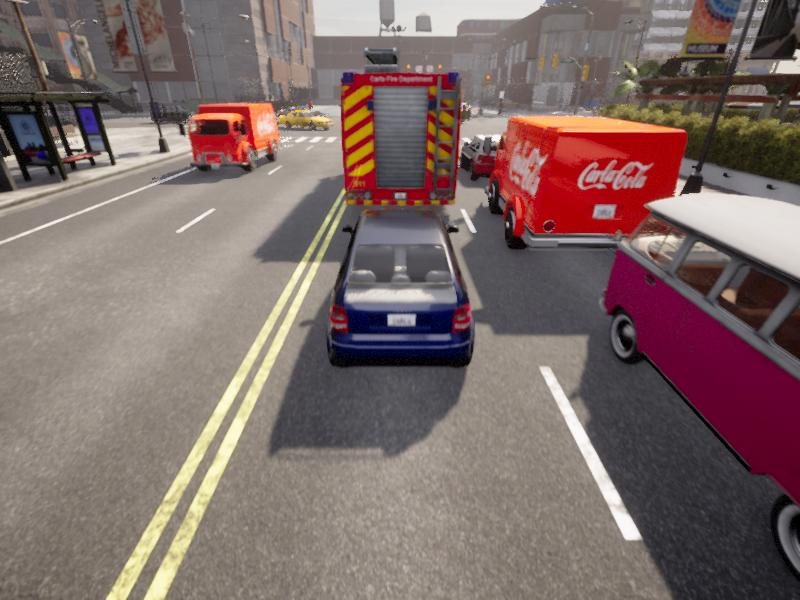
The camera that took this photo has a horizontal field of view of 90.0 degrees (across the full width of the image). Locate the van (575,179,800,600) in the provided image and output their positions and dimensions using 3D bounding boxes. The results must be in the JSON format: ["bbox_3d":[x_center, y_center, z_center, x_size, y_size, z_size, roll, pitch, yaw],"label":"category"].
[{"bbox_3d":[3.506,0.376,3.565,1.775,1.987,4.442,0,28,0],"label":"van"}]

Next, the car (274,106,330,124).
[{"bbox_3d":[-9.744,-18.552,40.107,4.902,1.511,2.128,0,28,1],"label":"car"}]

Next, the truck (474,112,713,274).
[{"bbox_3d":[3.507,-2.771,9.037,2.627,2.467,5.204,0,27,0],"label":"truck"}]

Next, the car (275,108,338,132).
[{"bbox_3d":[-7.908,-15.264,33.772,5.366,1.575,1.801,18,33,30],"label":"car"}]

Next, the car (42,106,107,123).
[{"bbox_3d":[-32.668,-18.688,40.276,4.514,1.525,2.007,0,28,0],"label":"car"}]

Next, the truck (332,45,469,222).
[{"bbox_3d":[0.015,-5.666,13.093,2.891,3.827,8.468,0,28,0],"label":"truck"}]

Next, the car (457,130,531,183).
[{"bbox_3d":[3.509,-5.741,15.770,1.970,1.475,3.806,0,28,0],"label":"car"}]

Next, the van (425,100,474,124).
[{"bbox_3d":[4.855,-18.708,39.873,4.480,2.038,2.069,1,28,0],"label":"van"}]

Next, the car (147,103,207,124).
[{"bbox_3d":[-22.293,-18.749,40.135,4.553,1.767,2.097,0,28,0],"label":"car"}]

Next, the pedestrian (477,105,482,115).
[{"bbox_3d":[10.323,-24.756,52.052,0.500,1.100,0.500,2,28,3],"label":"pedestrian"}]

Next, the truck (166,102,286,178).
[{"bbox_3d":[-6.985,-6.994,17.058,2.627,2.467,5.204,0,28,0],"label":"truck"}]

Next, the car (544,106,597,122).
[{"bbox_3d":[18.097,-19.787,42.619,4.674,1.442,1.812,3,28,5],"label":"car"}]

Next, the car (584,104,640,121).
[{"bbox_3d":[23.677,-21.113,44.969,5.027,1.651,2.152,7,28,13],"label":"car"}]

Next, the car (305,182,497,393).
[{"bbox_3d":[0.006,-0.519,5.725,1.789,1.549,3.705,0,28,0],"label":"car"}]
